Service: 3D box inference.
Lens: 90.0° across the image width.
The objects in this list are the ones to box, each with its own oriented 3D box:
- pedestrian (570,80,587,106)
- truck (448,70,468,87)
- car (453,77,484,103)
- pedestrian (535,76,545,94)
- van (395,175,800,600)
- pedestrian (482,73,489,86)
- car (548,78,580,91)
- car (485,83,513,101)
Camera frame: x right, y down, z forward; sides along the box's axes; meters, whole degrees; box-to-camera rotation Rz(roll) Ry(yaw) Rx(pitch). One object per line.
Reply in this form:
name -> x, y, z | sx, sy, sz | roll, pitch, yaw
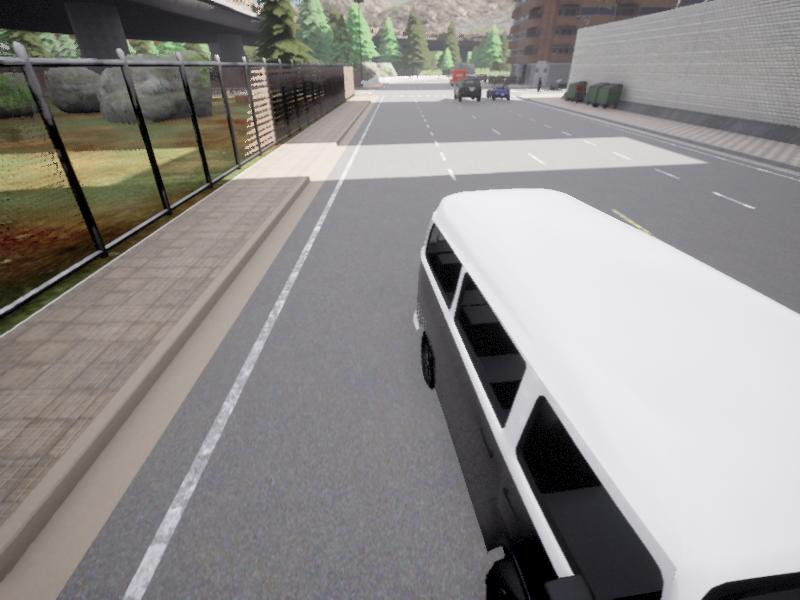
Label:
pedestrian -> 14.768, -17.133, 33.113 | 0.751, 1.860, 0.751 | 0, 30, 1
truck -> 10.198, -39.325, 70.884 | 2.627, 2.467, 5.204 | 0, 30, 0
car -> 6.822, -21.239, 40.343 | 2.150, 2.045, 5.566 | 0, 30, 0
pedestrian -> 16.600, -25.497, 47.542 | 0.751, 1.860, 0.751 | 7, 31, 12
van -> 1.281, 0.605, 2.964 | 2.069, 2.038, 4.480 | -4, 29, -7
pedestrian -> 14.210, -36.563, 66.450 | 0.751, 1.860, 0.751 | -2, 30, -4
car -> 23.648, -31.185, 57.895 | 3.705, 1.549, 1.789 | 0, 30, 0
car -> 10.314, -21.824, 41.899 | 1.816, 1.474, 4.193 | 0, 30, 0
